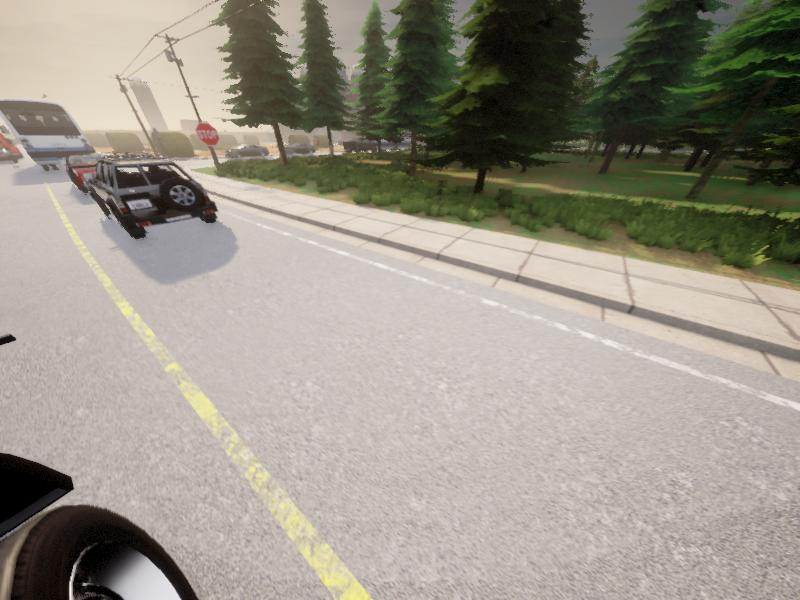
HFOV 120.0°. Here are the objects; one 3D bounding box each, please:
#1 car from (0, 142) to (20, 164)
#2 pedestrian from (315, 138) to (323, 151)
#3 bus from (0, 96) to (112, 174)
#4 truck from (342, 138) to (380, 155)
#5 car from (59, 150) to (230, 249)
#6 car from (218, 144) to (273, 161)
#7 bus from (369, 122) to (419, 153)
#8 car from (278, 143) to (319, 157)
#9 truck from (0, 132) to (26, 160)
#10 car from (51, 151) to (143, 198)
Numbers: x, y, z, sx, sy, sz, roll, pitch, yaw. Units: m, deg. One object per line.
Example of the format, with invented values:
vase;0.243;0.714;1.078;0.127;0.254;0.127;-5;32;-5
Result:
car;-38.674;-14.076;22.117;3.988;1.617;1.851;23;41;29
pedestrian;-14.250;-27.179;40.435;0.751;1.860;0.751;-23;42;-30
bus;-28.796;-13.304;18.834;10.273;4.253;3.944;24;41;29
truck;-6.193;-25.048;37.596;2.390;2.098;6.274;21;40;27
car;-7.396;-3.180;6.703;4.605;1.855;1.932;23;41;29
car;-18.466;-17.967;27.957;2.128;1.511;4.902;21;40;27
bus;-0.884;-30.568;43.604;3.944;4.253;10.273;21;40;27
car;-14.363;-21.463;32.950;2.128;1.511;4.902;21;40;27
truck;-44.203;-16.832;25.236;5.204;2.467;2.627;23;41;29
car;-15.072;-6.371;11.467;4.514;1.525;2.007;25;42;31
